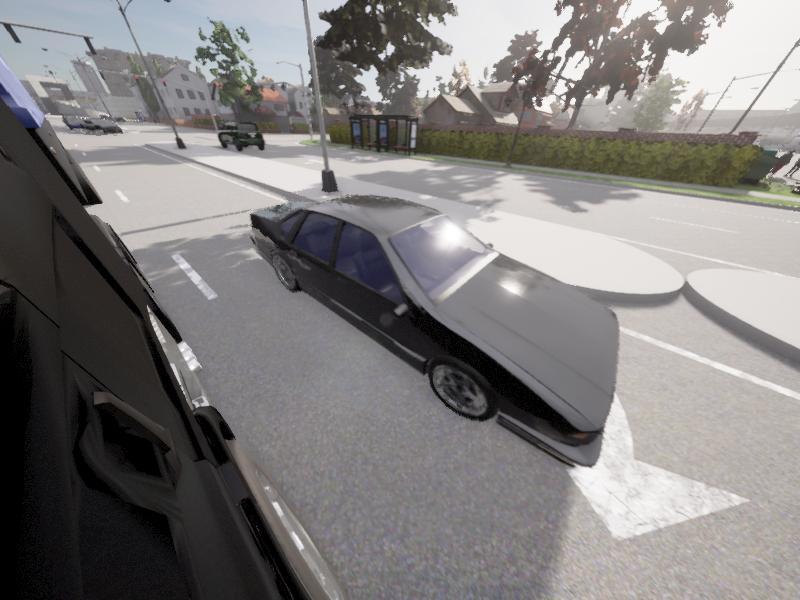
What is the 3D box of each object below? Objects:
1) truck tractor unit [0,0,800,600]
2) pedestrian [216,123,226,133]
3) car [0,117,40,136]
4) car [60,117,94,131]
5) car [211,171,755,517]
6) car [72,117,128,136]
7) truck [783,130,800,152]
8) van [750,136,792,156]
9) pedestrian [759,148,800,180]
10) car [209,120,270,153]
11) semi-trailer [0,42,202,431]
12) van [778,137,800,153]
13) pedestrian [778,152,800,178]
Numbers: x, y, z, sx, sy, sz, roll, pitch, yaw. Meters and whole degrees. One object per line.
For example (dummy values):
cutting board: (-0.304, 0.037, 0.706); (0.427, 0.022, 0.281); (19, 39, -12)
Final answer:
truck tractor unit: (-2.645, -0.295, 0.352); (6.516, 4.208, 3.053); (28, 44, 30)
pedestrian: (-31.978, -30.776, 41.296); (0.751, 1.300, 0.751); (30, 45, 31)
car: (-40.844, -17.975, 23.875); (1.994, 1.385, 4.181); (-12, 39, -19)
car: (-46.995, -25.618, 33.586); (4.792, 1.488, 2.163); (28, 44, 30)
car: (-0.173, -0.549, 3.206); (5.357, 1.411, 2.033); (28, 44, 30)
car: (-36.743, -21.289, 28.332); (5.238, 1.638, 1.930); (14, 39, 15)
truck: (91.658, -35.635, 51.721); (2.891, 3.827, 8.468); (28, 45, 30)
van: (67.820, -28.311, 42.373); (1.988, 2.561, 5.915); (28, 45, 30)
pedestrian: (27.382, -9.768, 16.588); (0.751, 1.860, 0.751); (28, 44, 30)
car: (-14.228, -14.598, 20.507); (5.566, 2.045, 2.150); (28, 44, 30)
semi-trailer: (-8.699, -3.609, 4.219); (14.254, 4.402, 2.717); (28, 44, 30)
van: (83.259, -32.550, 48.439); (1.988, 2.561, 5.915); (28, 45, 30)
pedestrian: (30.699, -10.464, 17.727); (0.751, 1.860, 0.751); (28, 44, 30)
